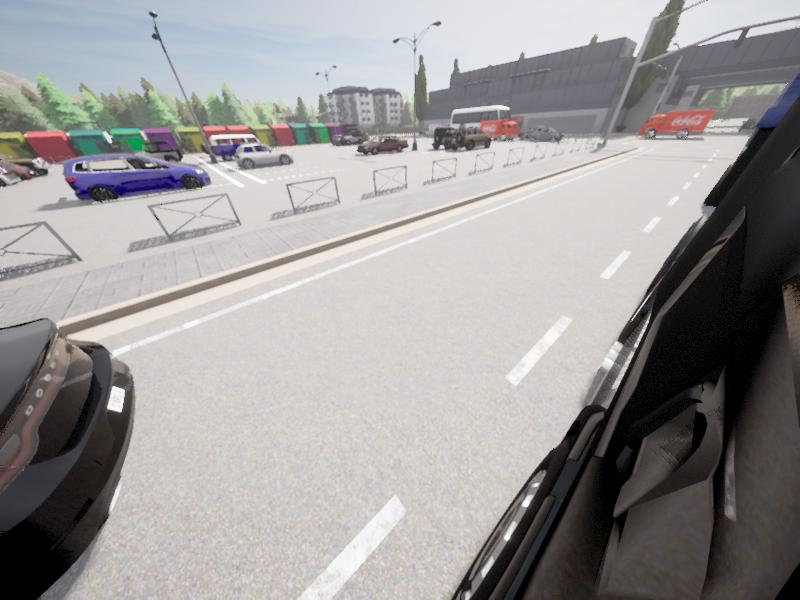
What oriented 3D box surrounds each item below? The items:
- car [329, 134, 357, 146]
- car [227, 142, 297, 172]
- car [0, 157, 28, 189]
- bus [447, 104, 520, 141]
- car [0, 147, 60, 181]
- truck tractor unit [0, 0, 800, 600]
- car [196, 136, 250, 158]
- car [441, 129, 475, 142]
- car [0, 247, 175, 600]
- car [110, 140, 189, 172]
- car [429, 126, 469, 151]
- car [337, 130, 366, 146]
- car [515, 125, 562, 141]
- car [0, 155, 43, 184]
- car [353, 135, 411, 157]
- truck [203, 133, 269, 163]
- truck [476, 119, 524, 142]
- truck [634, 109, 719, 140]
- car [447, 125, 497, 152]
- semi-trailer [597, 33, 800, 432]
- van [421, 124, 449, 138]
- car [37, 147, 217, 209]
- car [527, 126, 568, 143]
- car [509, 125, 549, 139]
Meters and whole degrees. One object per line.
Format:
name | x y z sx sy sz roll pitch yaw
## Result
car | -9.374 -26.465 38.189 3.806 1.475 1.970 -28 44 -30
car | -10.067 -10.643 17.072 3.806 1.475 1.970 -28 44 -30
car | -25.347 -7.046 13.208 3.806 1.475 1.970 -28 44 -30
bus | 13.147 -28.935 37.971 3.944 4.253 10.273 -27 43 -29
car | -28.966 -9.679 16.547 4.605 1.855 1.932 -28 44 -30
truck tractor unit | 2.645 -0.295 0.351 6.516 4.208 3.053 -28 44 -30
car | -20.965 -18.248 27.512 4.605 1.855 1.932 -28 44 -30
car | 9.470 -27.082 37.951 1.801 1.575 5.366 -27 43 -29
car | -4.050 1.634 0.419 5.008 1.535 1.882 -28 44 -30
car | -20.549 -12.050 19.202 3.866 1.878 1.905 -28 44 -30
car | 5.057 -16.743 23.893 3.866 1.878 1.905 -28 44 -30
car | -7.537 -25.377 36.219 3.866 1.878 1.905 -28 44 -30
car | 19.232 -23.402 32.390 2.152 1.651 5.027 -28 44 -30
car | -27.201 -8.348 15.010 3.905 1.438 1.784 -28 44 -30
car | -1.615 -15.135 22.545 5.357 1.415 2.033 -28 44 -30
truck | -15.663 -14.725 22.314 4.478 2.038 2.069 -28 44 -30
truck | 14.082 -24.082 32.911 2.627 2.467 5.204 -27 43 -29
truck | 30.264 -19.341 25.566 2.627 2.467 5.204 -28 44 -30
car | 6.869 -15.448 22.044 4.605 1.855 1.932 -28 44 -30
semi-trailer | 8.763 -3.559 4.164 14.254 4.402 2.717 -27 43 -29
van | 7.926 -38.661 52.825 2.351 2.431 6.366 -27 43 -29
car | -11.405 -5.605 10.296 4.611 1.667 2.242 -28 44 -30
car | 18.371 -20.669 28.866 1.845 1.501 3.633 -27 43 -29
car | 20.043 -26.208 36.052 2.242 1.667 4.611 -27 43 -29
